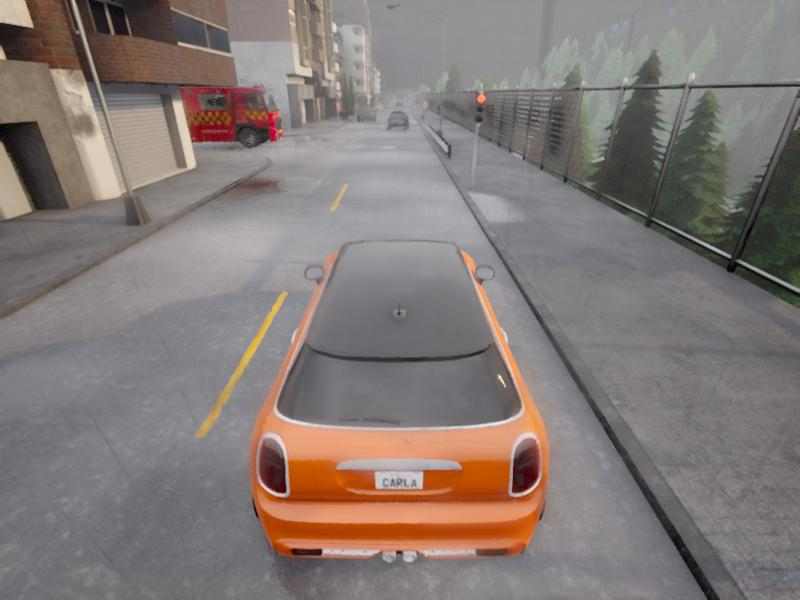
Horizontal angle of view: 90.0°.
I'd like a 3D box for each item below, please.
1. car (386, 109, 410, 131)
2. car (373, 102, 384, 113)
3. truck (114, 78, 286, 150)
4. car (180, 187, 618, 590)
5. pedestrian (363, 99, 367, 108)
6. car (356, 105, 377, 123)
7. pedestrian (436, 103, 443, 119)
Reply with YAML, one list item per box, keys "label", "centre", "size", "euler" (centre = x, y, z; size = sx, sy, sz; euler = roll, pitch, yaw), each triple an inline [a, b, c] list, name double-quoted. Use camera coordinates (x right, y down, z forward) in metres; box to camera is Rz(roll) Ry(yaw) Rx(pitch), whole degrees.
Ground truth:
- label: "car"
  centre: [-0.146, -17.531, 38.828]
  size: [2.033, 1.649, 4.856]
  euler: [1, 27, 2]
- label: "car"
  centre: [-4.015, -35.823, 74.421]
  size: [1.801, 1.575, 5.366]
  euler: [0, 27, 0]
- label: "truck"
  centre: [-11.934, -11.603, 24.927]
  size: [8.468, 3.827, 2.891]
  euler: [-2, 27, -4]
- label: "car"
  centre: [-0.003, 0.145, 4.343]
  size: [2.097, 1.767, 4.553]
  euler: [0, 27, 0]
- label: "pedestrian"
  centre: [-8.310, -46.994, 95.517]
  size: [0.751, 1.860, 0.751]
  euler: [2, 27, 3]
- label: "car"
  centre: [-4.004, -22.578, 48.441]
  size: [2.097, 1.767, 4.553]
  euler: [0, 27, 0]
- label: "pedestrian"
  centre: [5.164, -24.906, 52.608]
  size: [0.751, 1.860, 0.751]
  euler: [-1, 27, -1]
